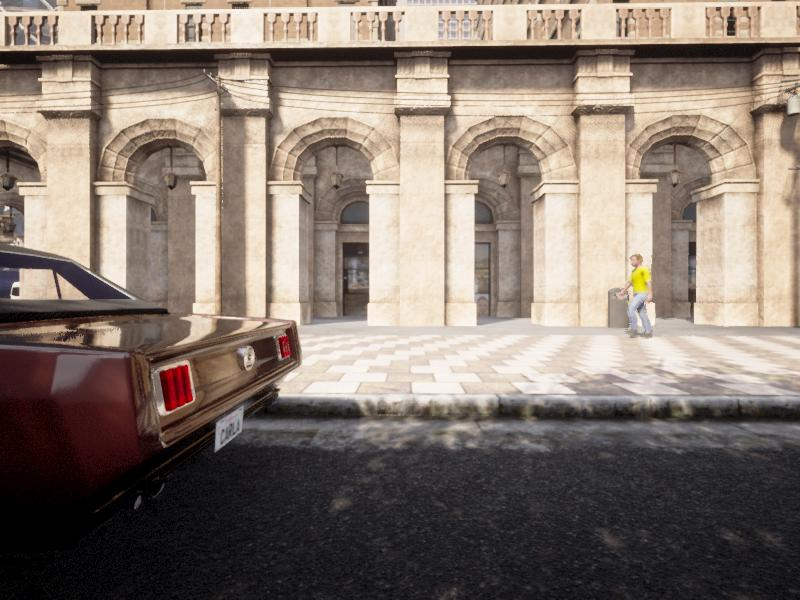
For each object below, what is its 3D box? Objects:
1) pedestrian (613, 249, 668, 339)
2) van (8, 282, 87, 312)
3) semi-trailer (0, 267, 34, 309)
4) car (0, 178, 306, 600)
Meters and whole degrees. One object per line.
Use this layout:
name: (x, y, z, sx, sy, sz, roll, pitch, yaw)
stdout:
pedestrian: (5.172, -0.115, 8.647, 0.751, 1.860, 0.751, 0, 0, 2)
van: (-32.401, -0.278, 37.096, 1.988, 2.561, 5.915, 0, 0, 1)
semi-trailer: (-42.929, -1.218, 38.128, 2.717, 4.402, 14.254, 0, 0, 1)
car: (-3.058, 0.338, 2.008, 4.718, 1.301, 1.895, 0, 0, 1)
